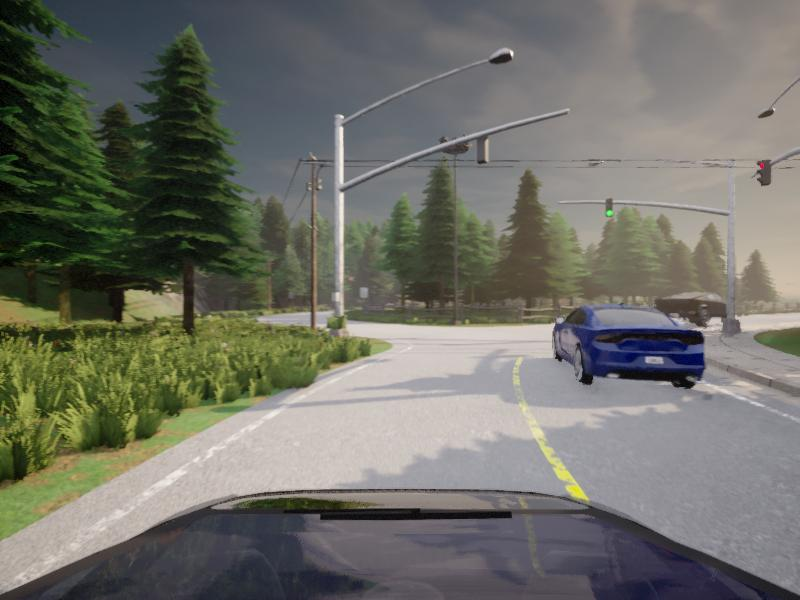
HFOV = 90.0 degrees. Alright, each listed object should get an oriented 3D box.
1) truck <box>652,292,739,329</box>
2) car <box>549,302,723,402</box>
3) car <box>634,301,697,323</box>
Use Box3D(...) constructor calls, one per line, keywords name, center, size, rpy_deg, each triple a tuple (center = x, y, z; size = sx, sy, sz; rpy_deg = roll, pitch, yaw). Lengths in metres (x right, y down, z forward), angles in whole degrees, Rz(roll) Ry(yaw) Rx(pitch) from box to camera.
Box3D(name="truck", center=(18.843, 0.572, 25.404), size=(6.274, 2.098, 2.390), rpy_deg=(0, 0, -33))
Box3D(name="car", center=(4.672, 0.831, 8.898), size=(1.882, 1.535, 5.008), rpy_deg=(0, 0, 13))
Box3D(name="car", center=(20.110, 0.868, 30.288), size=(4.902, 1.511, 2.128), rpy_deg=(0, 0, -31))
